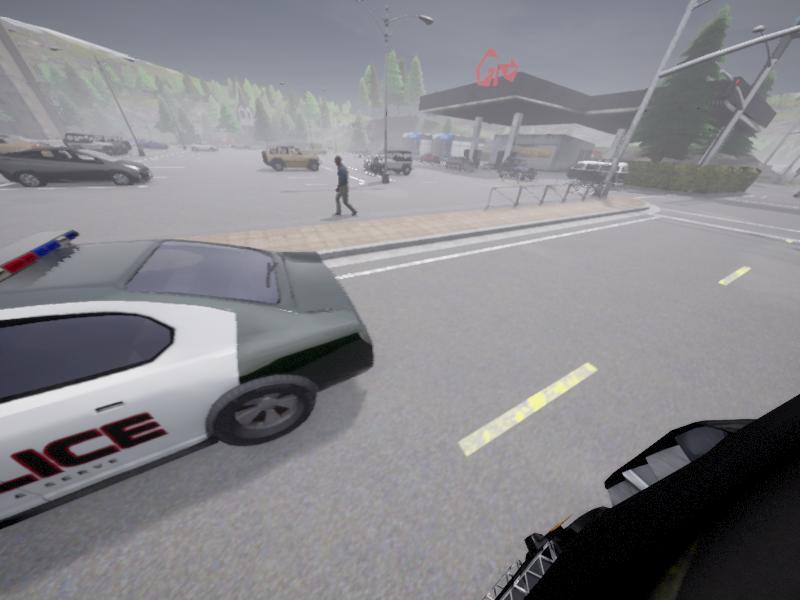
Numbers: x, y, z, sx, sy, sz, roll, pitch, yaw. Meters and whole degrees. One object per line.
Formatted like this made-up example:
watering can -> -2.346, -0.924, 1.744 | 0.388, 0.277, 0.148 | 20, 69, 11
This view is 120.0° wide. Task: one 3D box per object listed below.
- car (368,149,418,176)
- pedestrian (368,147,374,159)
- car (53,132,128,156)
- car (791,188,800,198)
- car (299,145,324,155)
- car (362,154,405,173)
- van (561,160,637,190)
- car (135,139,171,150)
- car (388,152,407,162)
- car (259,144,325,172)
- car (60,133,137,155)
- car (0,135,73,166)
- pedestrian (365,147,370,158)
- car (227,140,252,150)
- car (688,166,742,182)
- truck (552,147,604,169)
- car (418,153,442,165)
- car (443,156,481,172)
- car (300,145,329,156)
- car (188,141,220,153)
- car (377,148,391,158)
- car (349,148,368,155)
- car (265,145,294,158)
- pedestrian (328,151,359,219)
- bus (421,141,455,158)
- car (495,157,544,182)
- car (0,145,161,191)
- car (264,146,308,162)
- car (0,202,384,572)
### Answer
car -> -0.643, -12.258, 20.579 | 3.866, 1.878, 1.905 | -15, 37, -24
pedestrian -> -5.525, -28.126, 44.210 | 0.751, 1.860, 0.751 | -15, 38, -25
car -> -31.936, -16.183, 24.097 | 3.866, 1.878, 1.905 | -15, 37, -24
car -> 36.915, -9.688, 20.215 | 4.674, 1.442, 1.812 | -14, 36, -25
car -> -19.320, -32.718, 50.427 | 4.514, 1.523, 2.007 | -15, 37, -24
car -> -1.676, -13.840, 23.396 | 3.806, 1.475, 1.970 | -15, 37, -24
van -> 18.116, -11.644, 21.358 | 2.069, 2.038, 4.480 | -14, 37, -24
car -> -42.278, -26.725, 39.713 | 3.633, 1.501, 1.845 | -15, 37, -24
car -> -0.526, -27.564, 44.411 | 1.970, 1.475, 3.806 | -14, 37, -24
car -> -9.126, -12.100, 19.729 | 4.605, 1.855, 1.932 | -15, 37, -24
car -> -33.664, -17.539, 26.044 | 4.605, 1.855, 1.932 | -15, 37, -24
car -> -25.933, -9.658, 14.873 | 5.027, 1.636, 2.152 | -15, 37, -24
pedestrian -> -6.451, -29.137, 45.661 | 0.751, 1.860, 0.751 | -15, 37, -24
car -> -39.785, -38.442, 57.427 | 4.605, 1.855, 1.932 | -15, 38, -25
car -> 50.755, -20.446, 37.326 | 2.097, 1.767, 4.553 | -13, 37, -23
truck -> 40.527, -32.690, 53.137 | 2.891, 3.827, 8.468 | -14, 37, -24
car -> 5.306, -25.390, 41.538 | 2.007, 1.525, 4.514 | -14, 37, -24
car -> 8.124, -18.193, 30.833 | 2.033, 1.649, 4.856 | -14, 37, -24
car -> -17.801, -31.154, 48.171 | 5.027, 1.636, 2.152 | -15, 37, -24
car -> -34.335, -26.910, 40.618 | 3.806, 1.475, 1.970 | -15, 37, -24
car -> -3.820, -35.508, 55.743 | 1.905, 1.878, 3.866 | -14, 37, -24
car -> -11.874, -42.485, 66.005 | 4.792, 1.488, 2.163 | 20, 37, 24
car -> -19.008, -23.424, 36.423 | 3.633, 1.501, 1.845 | -15, 37, -24
pedestrian -> -1.800, -3.657, 7.428 | 0.751, 1.860, 0.751 | -7, 35, -15
bus -> 12.765, -50.980, 78.157 | 10.273, 4.253, 3.944 | -1, 34, -6
car -> 12.353, -13.694, 24.142 | 1.905, 1.878, 3.866 | -14, 37, -24
car -> -14.705, -6.136, 10.688 | 4.514, 1.523, 2.007 | -15, 37, -24
car -> -14.354, -18.386, 29.156 | 4.514, 1.523, 2.007 | -15, 37, -24
car -> -2.808, 0.447, 1.675 | 4.974, 1.542, 2.038 | -14, 37, -24
